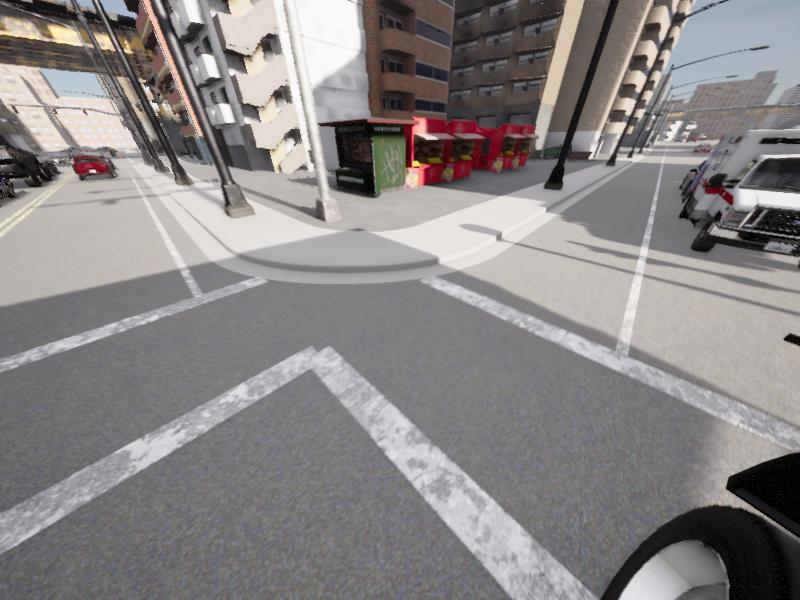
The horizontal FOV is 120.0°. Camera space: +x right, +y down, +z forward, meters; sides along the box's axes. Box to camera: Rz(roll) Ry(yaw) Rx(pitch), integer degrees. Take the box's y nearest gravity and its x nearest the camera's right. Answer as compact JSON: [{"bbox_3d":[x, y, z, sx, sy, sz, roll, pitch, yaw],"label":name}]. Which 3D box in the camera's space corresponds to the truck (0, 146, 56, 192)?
[{"bbox_3d":[-24.525,-8.219,14.284,6.274,2.098,2.390,29,45,35],"label":"truck"}]

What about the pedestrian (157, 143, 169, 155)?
[{"bbox_3d":[-44.439,-28.318,43.325,0.751,1.860,0.751,13,37,19],"label":"pedestrian"}]

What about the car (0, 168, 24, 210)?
[{"bbox_3d":[-18.755,-4.715,9.867,4.718,1.301,1.895,29,44,35],"label":"car"}]

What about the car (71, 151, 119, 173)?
[{"bbox_3d":[-29.206,-13.298,22.179,4.792,1.488,2.163,27,44,34],"label":"car"}]

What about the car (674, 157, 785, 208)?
[{"bbox_3d":[14.994,-5.743,10.931,2.128,1.511,4.902,28,44,35],"label":"car"}]

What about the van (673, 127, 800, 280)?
[{"bbox_3d":[9.592,-2.906,6.000,2.351,2.431,6.366,28,44,35],"label":"van"}]

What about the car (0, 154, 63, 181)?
[{"bbox_3d":[-29.687,-10.778,18.576,4.792,1.488,2.163,29,44,35],"label":"car"}]

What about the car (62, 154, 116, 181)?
[{"bbox_3d":[-23.595,-10.221,17.708,4.674,1.442,1.812,29,44,35],"label":"car"}]

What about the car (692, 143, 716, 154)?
[{"bbox_3d":[62.220,-31.090,47.405,2.242,1.667,4.611,28,45,35],"label":"car"}]
